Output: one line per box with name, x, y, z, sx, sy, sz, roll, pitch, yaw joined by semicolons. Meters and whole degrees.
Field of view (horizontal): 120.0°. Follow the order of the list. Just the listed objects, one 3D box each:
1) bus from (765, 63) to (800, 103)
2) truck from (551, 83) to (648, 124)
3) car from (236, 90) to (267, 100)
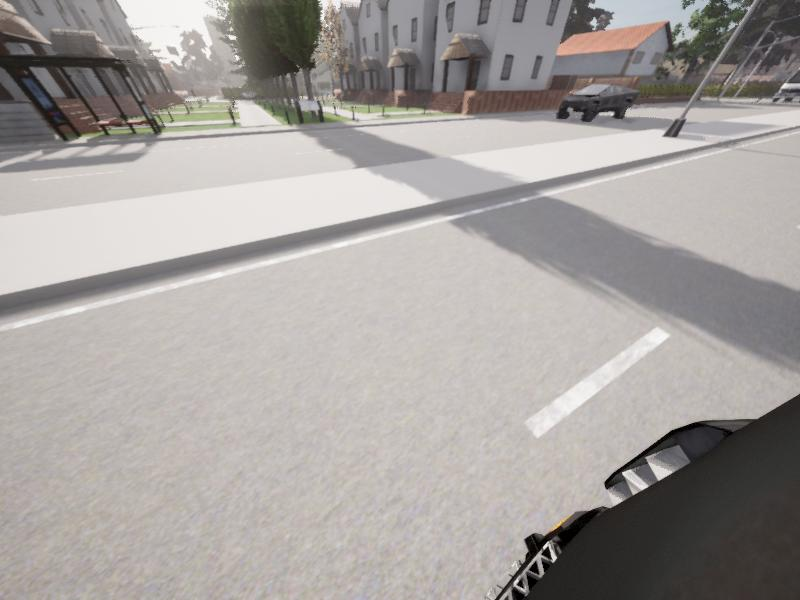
bus;62.528;-32.940;35.101;10.273;4.253;3.944;-20;46;-20
truck;15.062;-15.018;17.557;6.274;2.098;2.390;-20;46;-20
car;-31.336;-43.391;48.930;4.974;1.542;2.038;-11;44;-12
